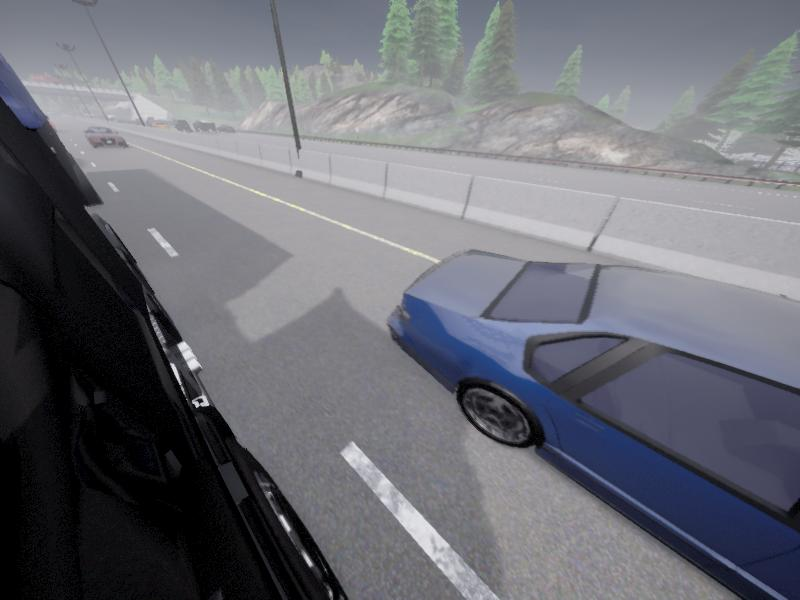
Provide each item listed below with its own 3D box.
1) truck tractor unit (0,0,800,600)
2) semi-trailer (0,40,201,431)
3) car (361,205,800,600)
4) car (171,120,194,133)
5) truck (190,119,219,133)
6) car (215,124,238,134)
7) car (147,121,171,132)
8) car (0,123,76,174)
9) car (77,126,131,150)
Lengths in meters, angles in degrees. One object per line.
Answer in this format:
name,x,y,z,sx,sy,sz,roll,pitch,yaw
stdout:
truck tractor unit,-2.645,-0.295,0.352,6.516,4.208,3.053,28,44,30
semi-trailer,-8.699,-3.592,4.245,14.254,4.402,2.717,28,43,30
car,2.362,0.814,1.564,5.357,1.411,2.033,28,43,30
car,-43.049,-34.406,45.748,3.866,1.878,1.905,28,43,30
truck,-40.319,-35.759,47.580,6.274,2.098,2.390,28,43,30
car,-37.164,-36.560,49.364,4.902,1.511,2.128,28,43,30
car,-45.784,-33.010,43.944,5.366,1.575,1.801,28,43,30
car,-18.052,-7.423,11.155,4.856,1.649,2.033,28,43,30
car,-24.167,-13.276,18.879,4.181,1.385,1.994,28,43,30
